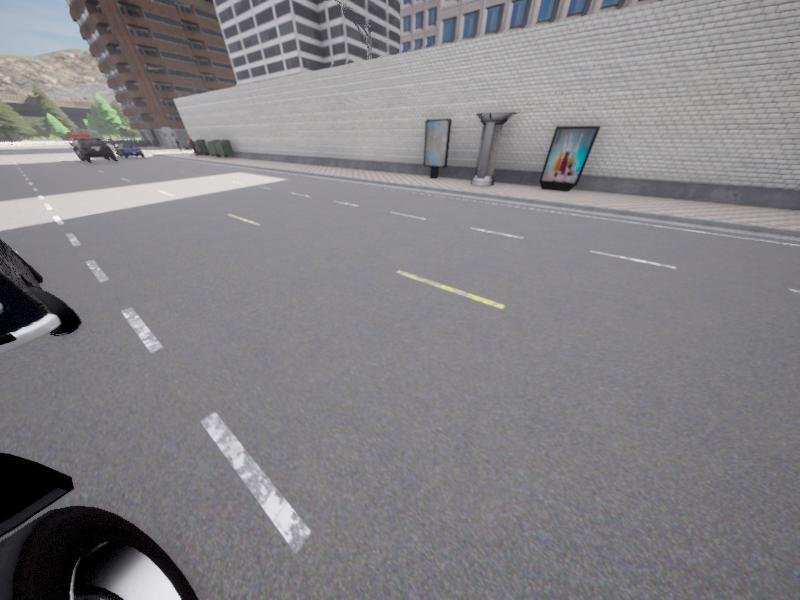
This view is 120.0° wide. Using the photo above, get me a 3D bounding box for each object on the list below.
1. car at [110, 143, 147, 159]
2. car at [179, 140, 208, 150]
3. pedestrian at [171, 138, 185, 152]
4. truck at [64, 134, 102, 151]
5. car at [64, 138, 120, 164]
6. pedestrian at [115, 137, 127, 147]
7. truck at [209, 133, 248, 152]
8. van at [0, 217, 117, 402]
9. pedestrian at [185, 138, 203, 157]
[{"bbox_3d":[-33.510,-18.459,28.521,4.193,1.474,1.816,22,41,28],"label":"car"},{"bbox_3d":[-41.322,-31.076,46.297,1.789,1.549,3.705,22,41,28],"label":"car"},{"bbox_3d":[-34.990,-24.458,36.432,0.751,1.860,0.751,17,39,22],"label":"pedestrian"},{"bbox_3d":[-57.491,-28.598,41.869,5.204,2.467,2.627,22,41,28],"label":"truck"},{"bbox_3d":[-31.917,-15.580,23.970,5.566,2.045,2.150,22,41,28],"label":"car"},{"bbox_3d":[-59.787,-33.836,49.470,0.751,1.860,0.751,22,41,28],"label":"pedestrian"},{"bbox_3d":[-28.303,-25.978,38.138,5.204,2.467,2.615,22,41,28],"label":"truck"},{"bbox_3d":[-6.081,-0.363,2.620,4.480,2.038,2.069,19,41,26],"label":"van"},{"bbox_3d":[-24.901,-18.461,27.915,0.751,1.860,0.751,16,38,21],"label":"pedestrian"}]
